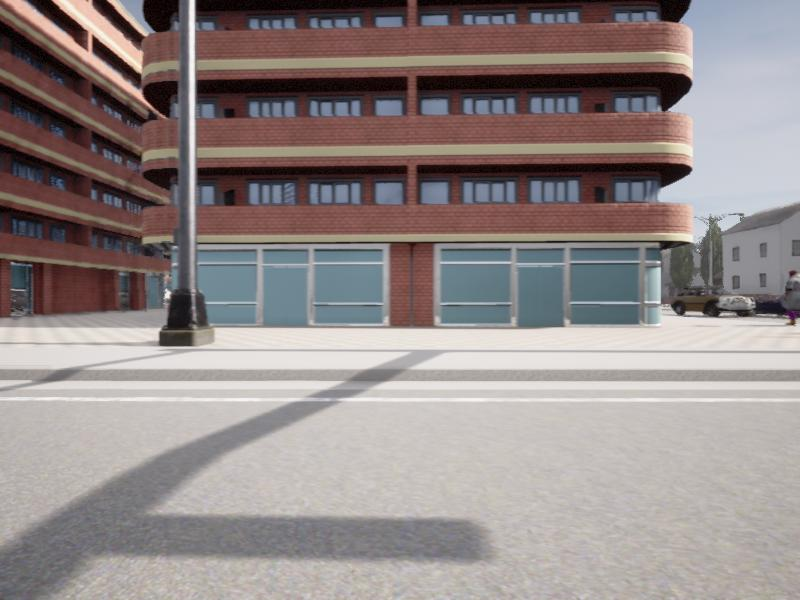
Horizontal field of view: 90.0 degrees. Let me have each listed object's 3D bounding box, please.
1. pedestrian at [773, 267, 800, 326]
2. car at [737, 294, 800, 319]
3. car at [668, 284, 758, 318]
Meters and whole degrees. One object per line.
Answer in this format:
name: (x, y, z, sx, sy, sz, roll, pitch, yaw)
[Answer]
pedestrian: (12.768, -0.115, 12.914, 0.751, 1.860, 0.751, 0, 0, -8)
car: (22.095, 0.343, 22.781, 1.895, 1.301, 4.718, 0, 0, 1)
car: (18.620, 0.052, 24.153, 1.932, 1.855, 4.605, 0, 0, 2)
